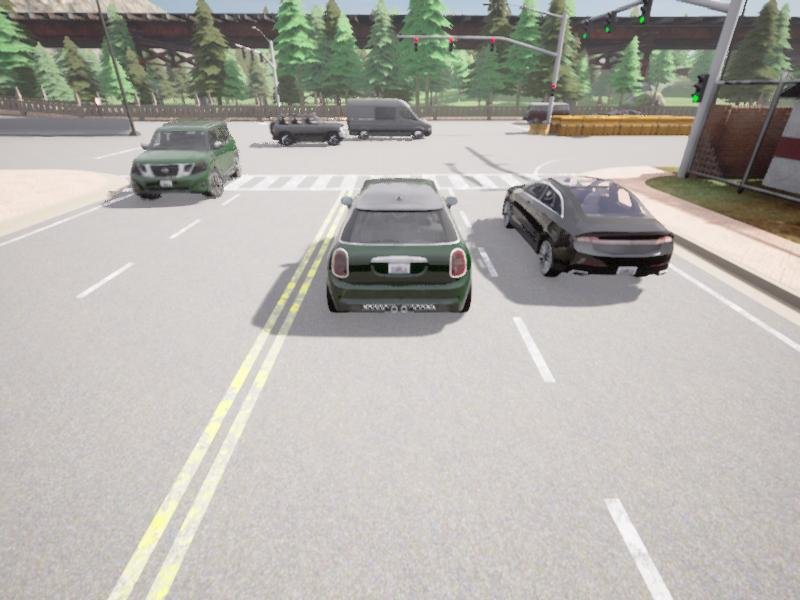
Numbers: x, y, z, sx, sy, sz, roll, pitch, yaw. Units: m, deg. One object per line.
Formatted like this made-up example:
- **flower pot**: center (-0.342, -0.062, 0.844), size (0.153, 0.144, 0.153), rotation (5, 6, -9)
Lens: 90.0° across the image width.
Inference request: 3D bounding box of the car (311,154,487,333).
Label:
- **car**: center (-0.014, -1.381, 7.185), size (2.097, 1.767, 4.553), rotation (0, 28, 0)

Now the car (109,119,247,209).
- **car**: center (-7.000, -4.846, 13.565), size (2.150, 2.045, 5.566), rotation (-3, 28, -8)

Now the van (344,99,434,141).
- **van**: center (-0.737, -12.457, 27.643), size (5.915, 2.561, 1.988), rotation (-1, 28, -2)

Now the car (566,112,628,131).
- **car**: center (16.942, -15.446, 34.651), size (4.181, 1.385, 1.994), rotation (-1, 28, -2)

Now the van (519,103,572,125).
- **van**: center (14.739, -18.922, 40.655), size (4.442, 1.987, 1.775), rotation (-1, 28, -2)

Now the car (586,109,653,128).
- **car**: center (20.686, -17.185, 37.834), size (4.902, 1.511, 2.128), rotation (-1, 28, -2)

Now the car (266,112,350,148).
- **car**: center (-5.529, -10.475, 24.553), size (4.605, 1.855, 1.932), rotation (-1, 28, -2)

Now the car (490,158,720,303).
- **car**: center (3.489, -1.764, 8.226), size (2.128, 1.511, 4.902), rotation (0, 28, 0)
